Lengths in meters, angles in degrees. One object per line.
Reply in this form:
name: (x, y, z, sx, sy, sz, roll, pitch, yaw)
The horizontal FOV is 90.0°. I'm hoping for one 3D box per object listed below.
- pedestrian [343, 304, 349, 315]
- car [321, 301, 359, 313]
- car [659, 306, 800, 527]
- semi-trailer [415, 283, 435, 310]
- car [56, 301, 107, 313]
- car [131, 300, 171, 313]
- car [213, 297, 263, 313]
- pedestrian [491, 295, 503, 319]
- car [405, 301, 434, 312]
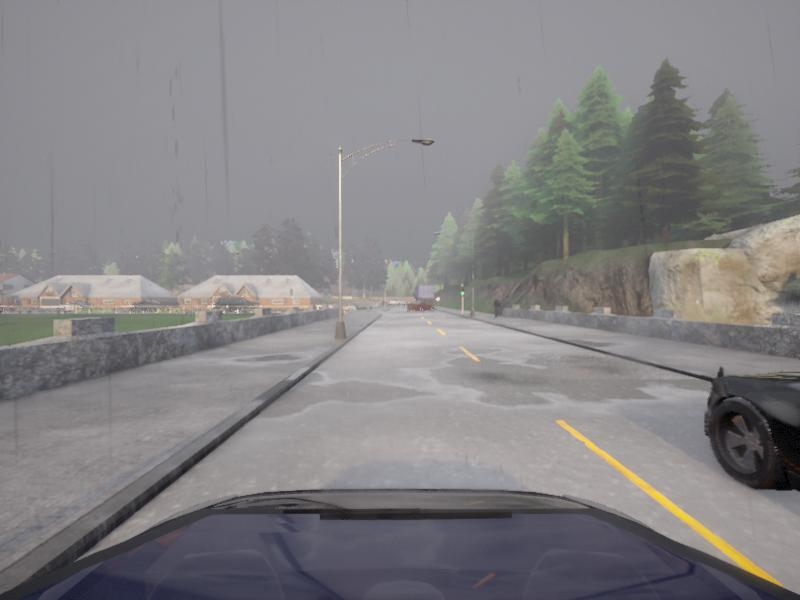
pedestrian: (-5.260, 0.952, 39.214, 0.500, 1.100, 0.500, 0, 0, 0)
car: (-7.639, 0.891, 51.232, 4.514, 1.525, 2.007, 0, 0, -2)
car: (3.802, 0.827, 1.946, 2.038, 1.542, 4.974, 0, 0, 3)
semi-trailer: (4.214, -0.531, 70.801, 2.717, 4.402, 14.254, 0, 0, 0)
car: (-40.715, 0.889, 51.213, 4.974, 1.542, 2.038, 0, 0, 0)
car: (-31.777, 0.850, 51.188, 3.988, 1.617, 1.851, 0, 0, 0)
car: (-20.663, 0.630, 51.161, 5.566, 2.045, 2.150, 0, 0, 2)
pedestrian: (7.692, 0.572, 31.773, 0.751, 1.860, 0.751, 0, 0, 3)
car: (2.851, 0.892, 57.239, 1.882, 1.535, 5.008, 1, 0, 33)
